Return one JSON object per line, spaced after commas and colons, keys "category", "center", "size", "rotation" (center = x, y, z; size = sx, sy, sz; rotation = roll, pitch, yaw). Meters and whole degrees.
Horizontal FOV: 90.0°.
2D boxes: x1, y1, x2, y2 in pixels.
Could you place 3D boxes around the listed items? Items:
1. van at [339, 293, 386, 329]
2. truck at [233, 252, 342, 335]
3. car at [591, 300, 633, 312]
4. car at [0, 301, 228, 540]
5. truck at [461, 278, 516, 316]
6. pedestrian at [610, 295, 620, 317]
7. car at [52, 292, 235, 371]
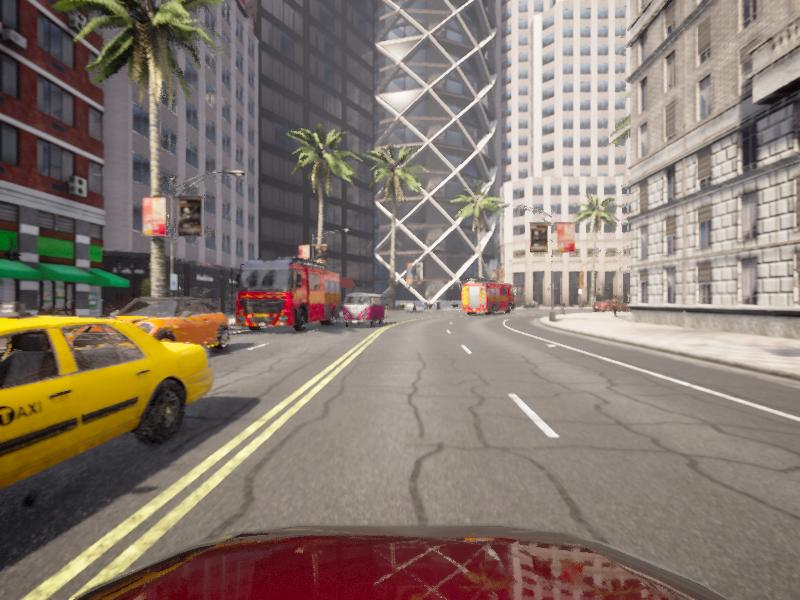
{"category": "van", "center": [-2.144, 0.600, 24.003], "size": [1.775, 1.987, 4.442], "rotation": [0, 0, 8]}
{"category": "truck", "center": [-5.876, -0.323, 22.813], "size": [2.891, 3.827, 8.468], "rotation": [0, 0, 8]}
{"category": "car", "center": [28.335, 0.789, 53.476], "size": [5.027, 1.651, 2.152], "rotation": [0, 0, -17]}
{"category": "car", "center": [-3.524, 0.801, 3.179], "size": [1.801, 1.575, 5.366], "rotation": [0, 0, 2]}
{"category": "truck", "center": [10.131, -0.317, 44.979], "size": [2.891, 3.827, 8.468], "rotation": [0, 0, 36]}
{"category": "pedestrian", "center": [18.591, 0.491, 34.625], "size": [0.751, 1.860, 0.751], "rotation": [0, 0, 30]}
{"category": "car", "center": [-6.684, 0.692, 11.224], "size": [2.097, 1.767, 4.553], "rotation": [0, 0, 2]}
